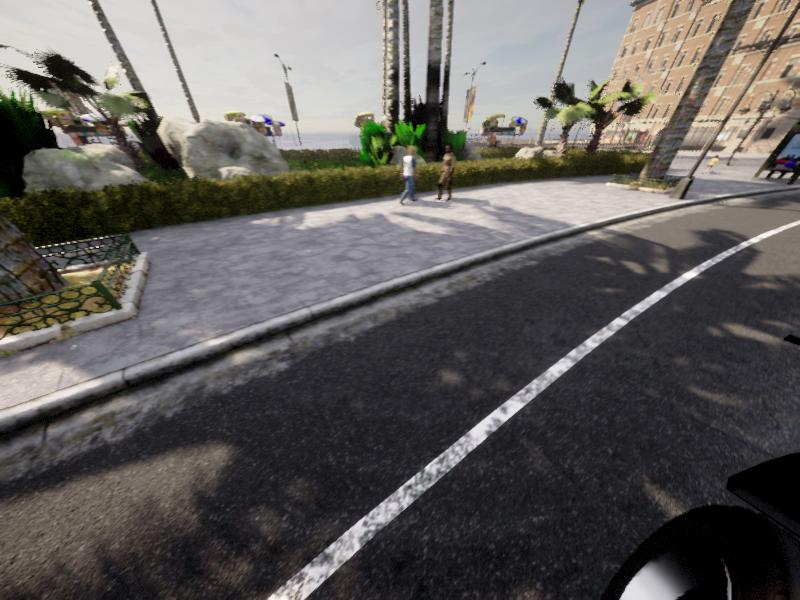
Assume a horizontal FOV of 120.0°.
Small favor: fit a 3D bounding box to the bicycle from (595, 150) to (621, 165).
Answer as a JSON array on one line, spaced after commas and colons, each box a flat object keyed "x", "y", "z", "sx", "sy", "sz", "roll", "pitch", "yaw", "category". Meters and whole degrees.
[{"x": 17.919, "y": -12.287, "z": 19.927, "sx": 1.643, "sy": 1.024, "sz": 0.373, "roll": -5, "pitch": 36, "yaw": -7, "category": "bicycle"}]

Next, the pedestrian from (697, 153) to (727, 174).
[{"x": 19.869, "y": -8.673, "z": 14.721, "sx": 0.500, "sy": 1.100, "sz": 0.500, "roll": -7, "pitch": 36, "yaw": -10, "category": "pedestrian"}]

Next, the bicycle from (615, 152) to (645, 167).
[{"x": 18.215, "y": -11.132, "z": 18.306, "sx": 1.643, "sy": 1.024, "sz": 0.373, "roll": -5, "pitch": 36, "yaw": -7, "category": "bicycle"}]

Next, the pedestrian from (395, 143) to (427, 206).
[{"x": 0.352, "y": -4.428, "z": 8.176, "sx": 0.751, "sy": 1.860, "sz": 0.751, "roll": -23, "pitch": 41, "yaw": -28, "category": "pedestrian"}]

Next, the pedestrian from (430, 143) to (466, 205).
[{"x": 1.668, "y": -4.512, "z": 8.290, "sx": 0.751, "sy": 1.860, "sz": 0.751, "roll": -24, "pitch": 42, "yaw": -29, "category": "pedestrian"}]
